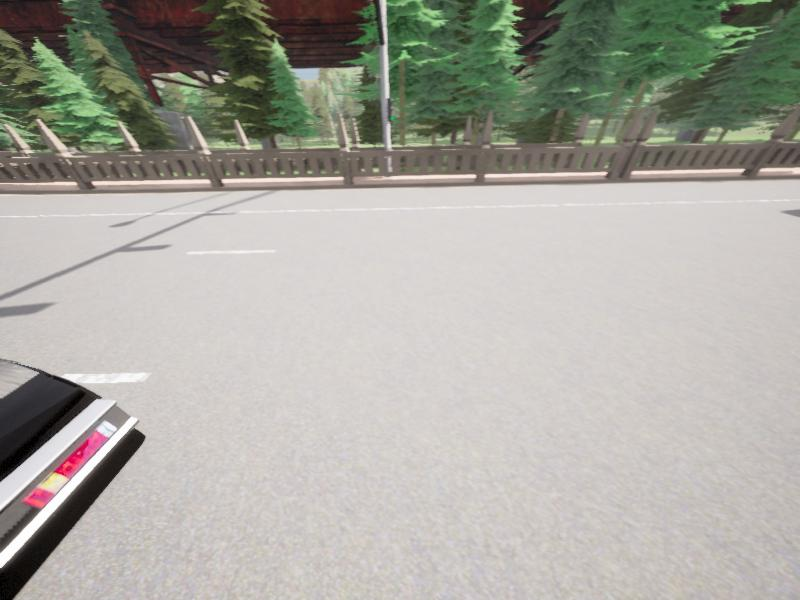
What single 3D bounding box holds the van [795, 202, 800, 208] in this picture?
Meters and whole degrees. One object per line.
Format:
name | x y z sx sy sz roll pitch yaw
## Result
van | 15.254 -3.385 6.326 4.442 1.987 1.775 -1 36 0
